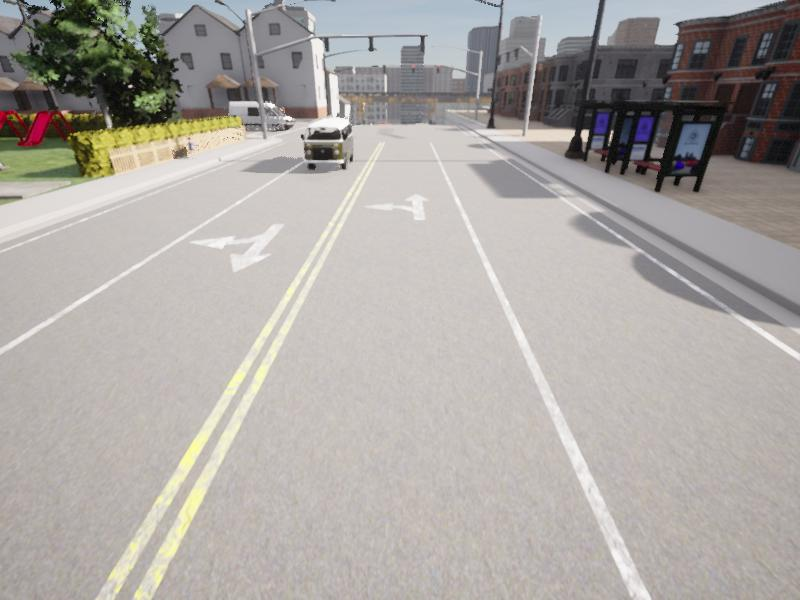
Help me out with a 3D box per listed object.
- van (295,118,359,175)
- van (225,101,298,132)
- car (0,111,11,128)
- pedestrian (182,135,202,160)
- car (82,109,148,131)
[{"bbox_3d":[-3.244,-7.371,18.862,2.069,2.038,4.480,1,27,1],"label":"van"},{"bbox_3d":[-13.079,-17.470,38.097,5.915,2.561,1.988,3,27,5],"label":"van"},{"bbox_3d":[-44.343,-19.127,42.402,3.988,1.617,1.851,1,27,1],"label":"car"},{"bbox_3d":[-10.442,-7.653,20.075,0.500,1.100,0.500,2,27,5],"label":"pedestrian"},{"bbox_3d":[-27.555,-17.477,38.857,4.605,1.855,1.932,0,27,1],"label":"car"}]
